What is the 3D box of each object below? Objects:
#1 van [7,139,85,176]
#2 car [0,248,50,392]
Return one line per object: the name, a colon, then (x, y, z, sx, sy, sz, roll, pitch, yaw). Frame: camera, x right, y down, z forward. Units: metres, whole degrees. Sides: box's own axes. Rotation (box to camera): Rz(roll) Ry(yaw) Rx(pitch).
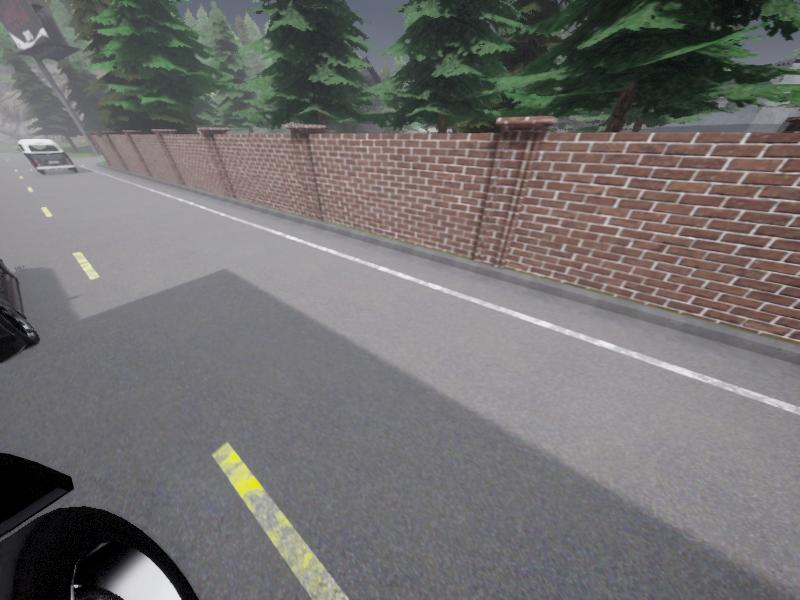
van: (-25.477, -10.370, 16.657, 4.480, 2.038, 2.069, 22, 41, 28)
car: (-6.402, 0.040, 2.617, 4.181, 1.385, 1.994, 22, 41, 28)
